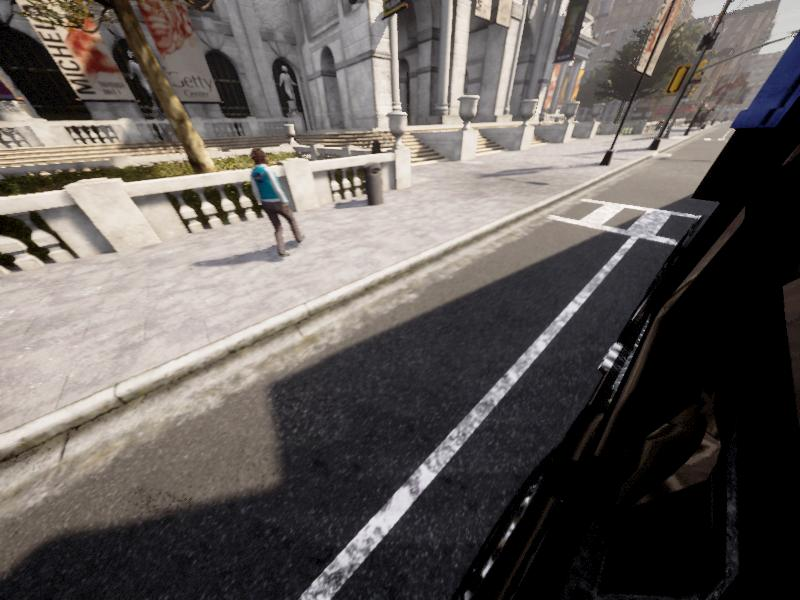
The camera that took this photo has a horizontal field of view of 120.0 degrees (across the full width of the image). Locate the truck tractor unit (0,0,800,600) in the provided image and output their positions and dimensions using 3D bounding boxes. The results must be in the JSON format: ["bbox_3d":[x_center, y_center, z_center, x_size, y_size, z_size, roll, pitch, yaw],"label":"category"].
[{"bbox_3d":[2.645,-0.295,0.351,6.516,4.208,3.053,-28,44,-30],"label":"truck tractor unit"}]

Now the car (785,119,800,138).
[{"bbox_3d":[40.842,-17.150,23.005,4.181,1.385,1.994,-28,44,-30],"label":"car"}]

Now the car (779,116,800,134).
[{"bbox_3d":[46.276,-20.205,26.624,5.008,1.535,1.882,-29,44,-31],"label":"car"}]

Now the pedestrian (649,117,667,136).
[{"bbox_3d":[32.479,-21.825,29.048,0.751,1.860,0.751,29,47,35],"label":"pedestrian"}]

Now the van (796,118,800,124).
[{"bbox_3d":[75.813,-33.875,42.306,5.915,2.561,1.988,-29,44,-30],"label":"van"}]

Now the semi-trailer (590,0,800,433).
[{"bbox_3d":[9.190,-3.205,3.688,14.254,4.402,2.717,-22,41,-24],"label":"semi-trailer"}]

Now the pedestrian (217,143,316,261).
[{"bbox_3d":[-2.292,-1.743,4.269,0.751,1.860,0.751,3,37,7],"label":"pedestrian"}]
